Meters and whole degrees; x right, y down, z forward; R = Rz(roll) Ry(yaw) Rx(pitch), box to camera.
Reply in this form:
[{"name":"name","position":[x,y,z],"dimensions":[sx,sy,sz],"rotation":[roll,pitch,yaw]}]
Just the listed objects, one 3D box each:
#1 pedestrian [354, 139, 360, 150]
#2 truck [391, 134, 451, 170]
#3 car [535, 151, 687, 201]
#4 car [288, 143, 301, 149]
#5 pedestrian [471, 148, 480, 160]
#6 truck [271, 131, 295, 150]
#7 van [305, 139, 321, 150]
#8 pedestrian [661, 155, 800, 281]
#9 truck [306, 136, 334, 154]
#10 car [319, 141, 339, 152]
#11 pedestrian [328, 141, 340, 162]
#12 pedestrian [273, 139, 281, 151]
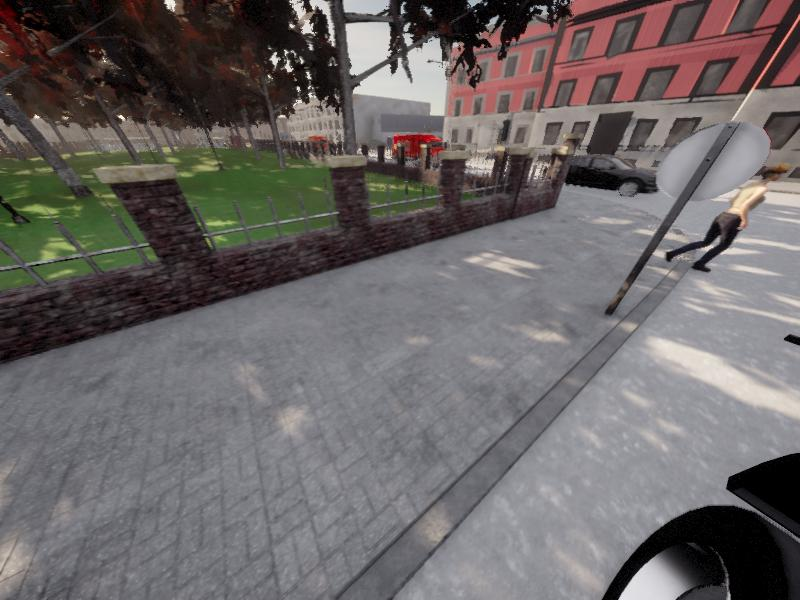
[{"name":"pedestrian","position":[-8.628,-30.960,46.025],"dimensions":[0.751,1.860,0.751],"rotation":[-24,42,-30]},{"name":"truck","position":[1.687,-13.491,20.866],"dimensions":[2.627,2.467,5.204],"rotation":[-22,41,-27]},{"name":"car","position":[9.860,-6.275,11.380],"dimensions":[1.882,1.535,5.008],"rotation":[-22,41,-27]},{"name":"car","position":[-29.045,-42.578,63.754],"dimensions":[1.895,1.301,4.718],"rotation":[-22,41,-27]},{"name":"pedestrian","position":[8.502,-16.455,25.978],"dimensions":[0.500,1.100,0.500],"rotation":[-20,40,-25]},{"name":"truck","position":[-29.125,-39.598,57.341],"dimensions":[2.891,3.827,8.468],"rotation":[-22,41,-27]},{"name":"van","position":[-19.613,-35.126,52.231],"dimensions":[1.775,1.987,4.442],"rotation":[-22,41,-27]},{"name":"pedestrian","position":[5.780,-1.392,4.012],"dimensions":[0.751,1.860,0.751],"rotation":[13,37,19]},{"name":"truck","position":[-13.554,-26.228,39.068],"dimensions":[2.627,2.467,5.204],"rotation":[-22,40,-27]},{"name":"car","position":[-14.185,-30.492,45.837],"dimensions":[2.033,1.649,4.856],"rotation":[-22,41,-27]},{"name":"pedestrian","position":[-6.959,-15.677,24.350],"dimensions":[0.751,1.860,0.751],"rotation":[-21,40,-27]},{"name":"pedestrian","position":[-23.709,-29.760,44.456],"dimensions":[0.751,1.860,0.751],"rotation":[-22,41,-28]}]
